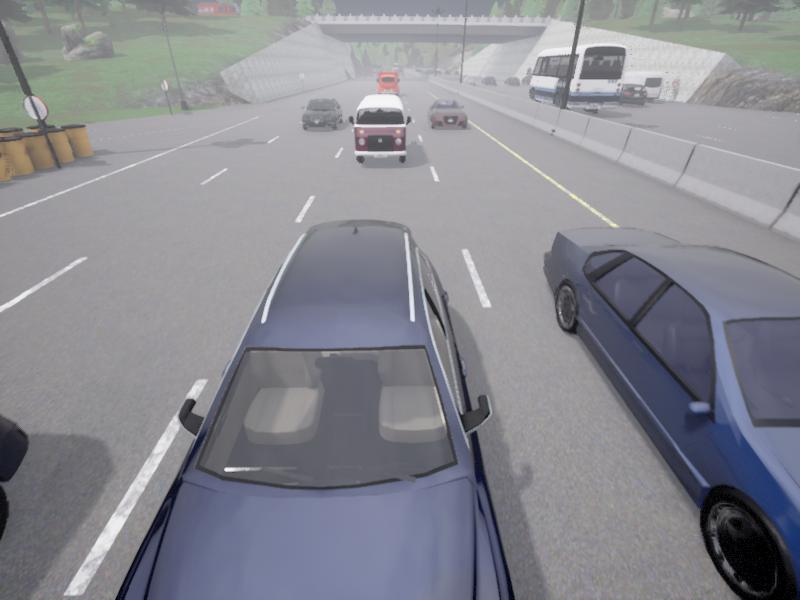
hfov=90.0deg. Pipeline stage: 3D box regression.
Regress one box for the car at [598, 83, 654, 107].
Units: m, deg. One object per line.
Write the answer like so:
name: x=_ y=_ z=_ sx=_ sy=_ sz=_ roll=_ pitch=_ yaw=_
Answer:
car: x=19.882 y=-18.252 z=35.502 sx=2.242 sy=1.667 sz=4.611 roll=-1 pitch=30 yaw=-1

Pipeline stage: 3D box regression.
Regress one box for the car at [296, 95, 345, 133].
car: x=-4.348 y=-10.625 z=22.659 sx=1.837 sy=1.490 sz=4.892 roll=-1 pitch=30 yaw=-1

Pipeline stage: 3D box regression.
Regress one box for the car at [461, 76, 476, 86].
car: x=12.133 y=-38.847 z=70.903 sx=1.812 sy=1.442 sz=4.674 roll=-1 pitch=30 yaw=-1

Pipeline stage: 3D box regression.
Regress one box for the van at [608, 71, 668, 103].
van: x=23.298 y=-21.121 z=39.543 sx=1.988 sy=2.561 sz=5.915 roll=-1 pitch=31 yaw=-1

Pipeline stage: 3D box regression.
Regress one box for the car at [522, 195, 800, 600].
car: x=3.049 y=0.447 z=3.846 sx=2.033 sy=1.411 sz=5.357 roll=-1 pitch=30 yaw=-1

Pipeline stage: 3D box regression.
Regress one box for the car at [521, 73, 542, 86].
car: x=22.672 y=-38.093 z=69.180 sx=1.932 sy=1.855 sz=4.605 roll=-1 pitch=30 yaw=-1

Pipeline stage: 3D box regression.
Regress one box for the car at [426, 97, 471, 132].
car: x=2.651 y=-10.652 z=22.828 sx=1.994 sy=1.385 sz=4.181 roll=-1 pitch=30 yaw=-1

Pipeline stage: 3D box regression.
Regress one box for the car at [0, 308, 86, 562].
car: x=-3.892 y=1.960 z=1.040 sx=2.152 sy=1.651 sz=5.027 roll=-1 pitch=30 yaw=-1

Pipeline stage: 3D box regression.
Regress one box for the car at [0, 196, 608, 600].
car: x=-0.424 y=0.657 z=3.257 sx=2.033 sy=1.649 sz=4.856 roll=-1 pitch=30 yaw=-1

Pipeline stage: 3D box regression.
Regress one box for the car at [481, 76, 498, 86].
car: x=15.650 y=-38.456 z=70.203 sx=1.816 sy=1.474 sz=4.193 roll=-1 pitch=30 yaw=-1

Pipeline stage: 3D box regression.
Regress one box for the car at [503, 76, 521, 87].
car: x=19.189 y=-37.440 z=68.466 sx=1.816 sy=1.474 sz=4.193 roll=-1 pitch=30 yaw=-1

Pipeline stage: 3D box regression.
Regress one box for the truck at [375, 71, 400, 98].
truck: x=-1.328 y=-24.352 z=45.138 sx=2.627 sy=2.467 sz=5.204 roll=-1 pitch=30 yaw=-1

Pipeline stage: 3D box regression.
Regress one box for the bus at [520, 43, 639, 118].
bus: x=12.855 y=-16.789 z=30.453 sx=3.944 sy=4.253 sz=10.273 roll=-1 pitch=30 yaw=-1

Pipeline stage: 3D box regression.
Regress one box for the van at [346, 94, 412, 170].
van: x=-0.686 y=-6.386 z=14.879 sx=2.069 sy=2.038 sz=4.480 roll=-1 pitch=30 yaw=-1
